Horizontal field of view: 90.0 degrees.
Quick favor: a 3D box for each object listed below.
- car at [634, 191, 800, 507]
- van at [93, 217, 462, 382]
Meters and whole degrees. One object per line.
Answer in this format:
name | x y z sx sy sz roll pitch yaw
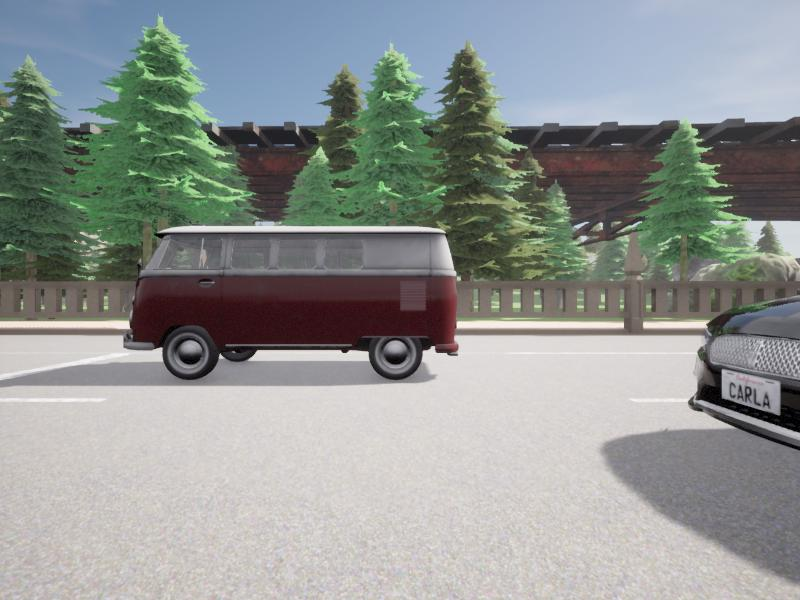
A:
car | 4.363 0.237 2.200 4.902 1.511 2.128 0 0 0
van | -1.470 -0.002 5.700 4.442 1.987 1.775 0 0 0
